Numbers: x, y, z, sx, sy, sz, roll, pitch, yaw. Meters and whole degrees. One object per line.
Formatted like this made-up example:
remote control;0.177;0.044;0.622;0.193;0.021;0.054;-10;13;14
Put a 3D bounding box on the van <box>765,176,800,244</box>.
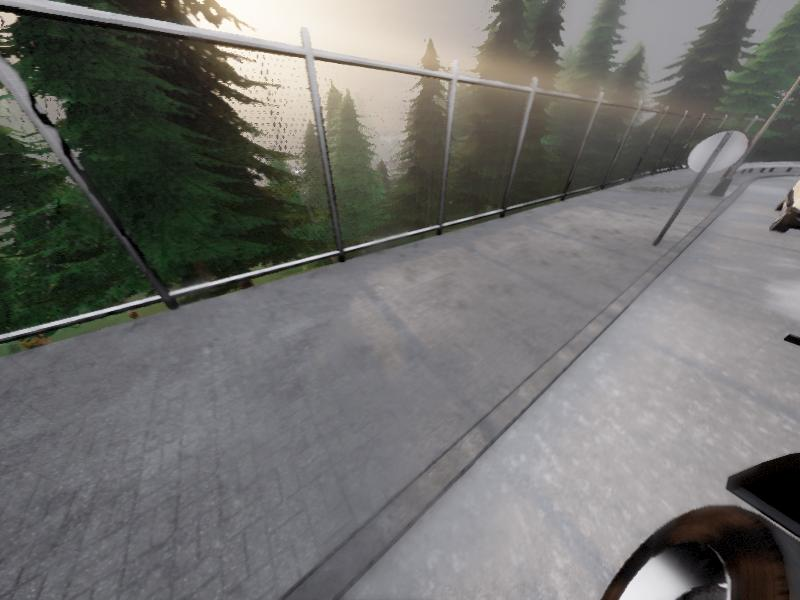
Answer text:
van;12.774;-3.258;6.215;5.915;2.561;1.988;-23;41;-28
